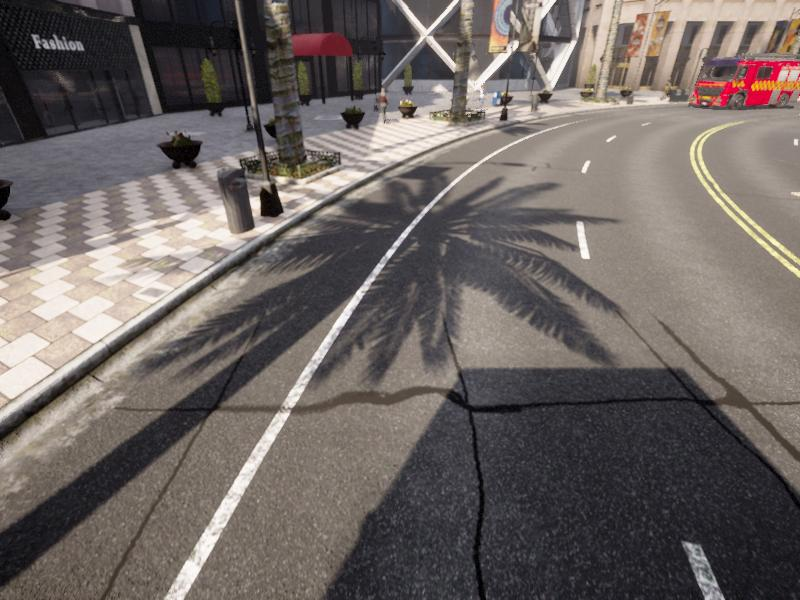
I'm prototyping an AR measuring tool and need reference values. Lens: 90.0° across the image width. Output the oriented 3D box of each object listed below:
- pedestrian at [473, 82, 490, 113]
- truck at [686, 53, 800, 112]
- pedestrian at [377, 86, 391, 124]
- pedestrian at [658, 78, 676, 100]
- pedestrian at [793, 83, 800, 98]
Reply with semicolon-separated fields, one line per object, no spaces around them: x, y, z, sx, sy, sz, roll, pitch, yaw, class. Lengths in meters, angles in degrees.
5.749;-14.314;28.291;0.751;1.860;0.751;-16;34;-26;pedestrian
28.105;-17.435;32.038;8.468;3.827;2.891;-9;31;-15;truck
-0.926;-11.102;22.795;0.751;1.860;0.751;-2;30;-3;pedestrian
25.715;-20.311;38.552;0.751;1.860;0.751;-23;37;-34;pedestrian
42.044;-22.107;41.629;0.751;1.860;0.751;10;32;17;pedestrian
